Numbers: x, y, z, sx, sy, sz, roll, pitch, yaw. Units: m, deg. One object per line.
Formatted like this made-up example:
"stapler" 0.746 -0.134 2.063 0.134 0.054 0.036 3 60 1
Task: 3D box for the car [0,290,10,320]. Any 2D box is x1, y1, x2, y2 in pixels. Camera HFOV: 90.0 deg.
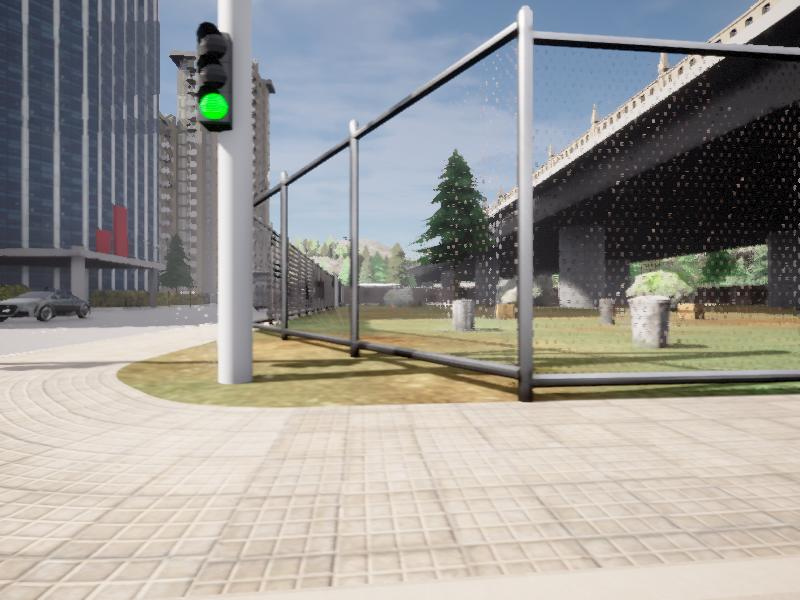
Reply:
"car" -20.000 0.234 17.404 1.812 1.442 4.674 0 0 -6

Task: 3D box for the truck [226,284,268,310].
"truck" -15.128 -0.285 40.036 2.627 2.467 5.204 0 0 -5

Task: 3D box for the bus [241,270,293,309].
"bus" -16.161 -1.172 49.572 3.944 4.253 10.273 0 0 -5

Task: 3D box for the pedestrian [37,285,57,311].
"pedestrian" -25.823 -0.145 29.262 0.751 1.860 0.751 0 0 10

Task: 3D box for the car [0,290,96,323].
"car" -16.614 0.269 18.667 1.994 1.385 4.181 0 0 -6
